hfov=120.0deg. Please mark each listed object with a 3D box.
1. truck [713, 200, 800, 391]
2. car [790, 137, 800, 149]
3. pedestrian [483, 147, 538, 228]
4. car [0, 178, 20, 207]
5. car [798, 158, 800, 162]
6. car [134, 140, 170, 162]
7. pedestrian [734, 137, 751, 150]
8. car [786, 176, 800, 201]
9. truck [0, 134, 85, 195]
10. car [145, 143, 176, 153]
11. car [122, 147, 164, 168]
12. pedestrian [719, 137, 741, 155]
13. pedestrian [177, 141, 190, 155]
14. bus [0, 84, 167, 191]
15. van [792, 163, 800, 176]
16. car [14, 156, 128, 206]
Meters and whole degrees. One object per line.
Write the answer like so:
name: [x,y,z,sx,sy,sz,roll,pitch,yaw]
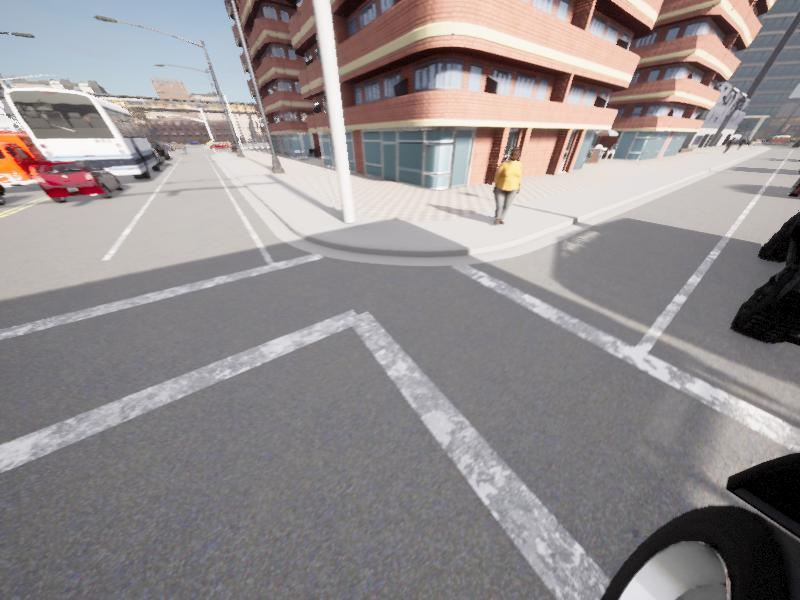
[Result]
truck: [7.195,-0.665,2.969,6.274,2.098,2.390,-22,41,-28]
car: [78.757,-30.438,44.790,4.605,1.855,1.932,-29,44,-34]
pedestrian: [2.867,-2.997,6.213,0.751,1.860,0.751,5,36,7]
car: [-16.645,-3.647,8.091,1.895,1.301,4.718,-23,41,-29]
car: [41.802,-14.692,22.767,4.605,1.855,1.932,-22,41,-28]
car: [-30.556,-18.536,28.664,2.150,2.045,5.566,-24,42,-30]
pedestrian: [56.509,-25.804,38.104,0.751,1.860,0.751,-22,40,-27]
car: [18.858,-5.125,9.826,4.181,1.385,1.994,-23,41,-28]
truck: [-20.939,-7.517,12.594,2.627,2.467,5.204,-23,41,-28]
car: [-48.314,-30.743,46.685,3.806,1.475,1.970,-19,39,-25]
car: [-25.934,-14.631,23.536,2.038,1.542,4.974,-24,41,-29]
pedestrian: [42.775,-20.010,30.008,0.751,1.860,0.751,25,43,32]
pedestrian: [-35.404,-24.888,37.789,0.751,1.860,0.751,-21,40,-27]
bus: [-19.681,-10.533,15.315,3.944,4.253,10.273,-23,41,-28]
van: [28.941,-9.504,15.385,4.480,2.038,2.069,-22,40,-28]
car: [-14.673,-5.618,10.666,1.845,1.501,3.633,-23,41,-28]
